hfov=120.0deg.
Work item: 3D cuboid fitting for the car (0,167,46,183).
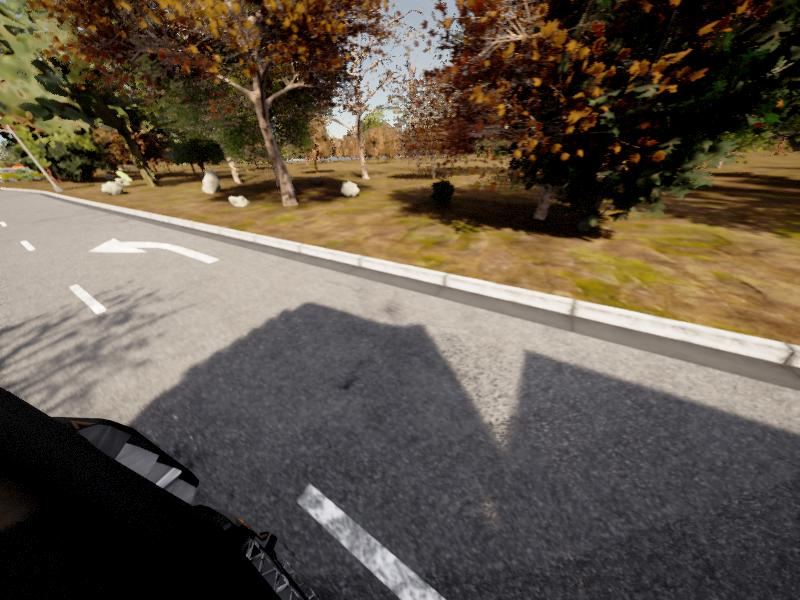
[{"bbox_3d":[-64.819,-21.267,39.193,1.878,1.987,4.442,7,34,15],"label":"car"}]
